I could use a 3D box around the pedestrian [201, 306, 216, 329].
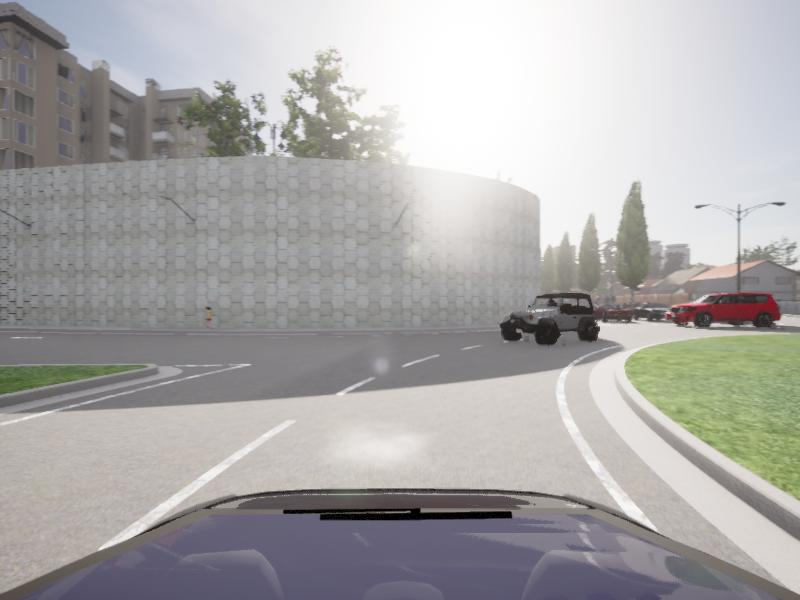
[{"bbox_3d":[-9.177,0.842,19.202,0.500,1.100,0.500,0,0,0],"label":"pedestrian"}]

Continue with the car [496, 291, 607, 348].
[{"bbox_3d":[5.721,0.651,15.031,3.866,1.878,1.905,0,0,-31],"label":"car"}]

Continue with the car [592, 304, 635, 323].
[{"bbox_3d":[15.882,0.960,29.991,1.895,1.301,4.718,0,0,16],"label":"car"}]

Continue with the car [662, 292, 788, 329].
[{"bbox_3d":[18.946,0.593,23.537,5.566,2.045,2.150,0,0,2],"label":"car"}]

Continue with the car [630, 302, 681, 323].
[{"bbox_3d":[19.658,0.892,30.975,1.812,1.442,4.674,0,0,12],"label":"car"}]

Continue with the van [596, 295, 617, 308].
[{"bbox_3d":[40.142,0.244,77.984,1.988,2.561,5.915,0,0,10],"label":"van"}]
